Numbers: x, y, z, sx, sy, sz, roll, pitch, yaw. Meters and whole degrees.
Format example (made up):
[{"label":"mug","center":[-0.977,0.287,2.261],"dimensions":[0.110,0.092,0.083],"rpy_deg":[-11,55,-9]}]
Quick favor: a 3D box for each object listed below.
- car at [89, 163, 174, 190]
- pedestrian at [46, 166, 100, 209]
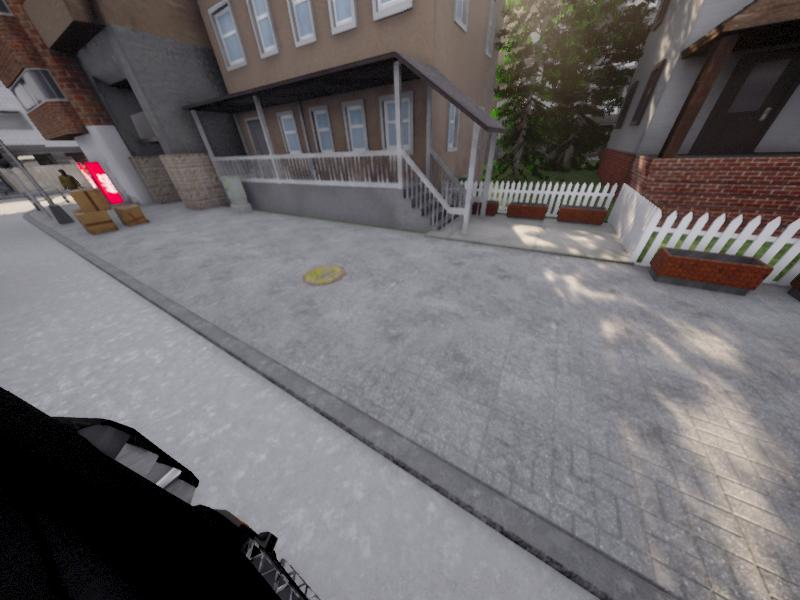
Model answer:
[{"label":"car","center":[-24.690,-11.587,21.505],"dimensions":[2.097,1.767,4.553],"rpy_deg":[16,38,26]},{"label":"pedestrian","center":[-16.790,-5.782,11.903],"dimensions":[0.751,1.860,0.751],"rpy_deg":[18,39,28]}]
